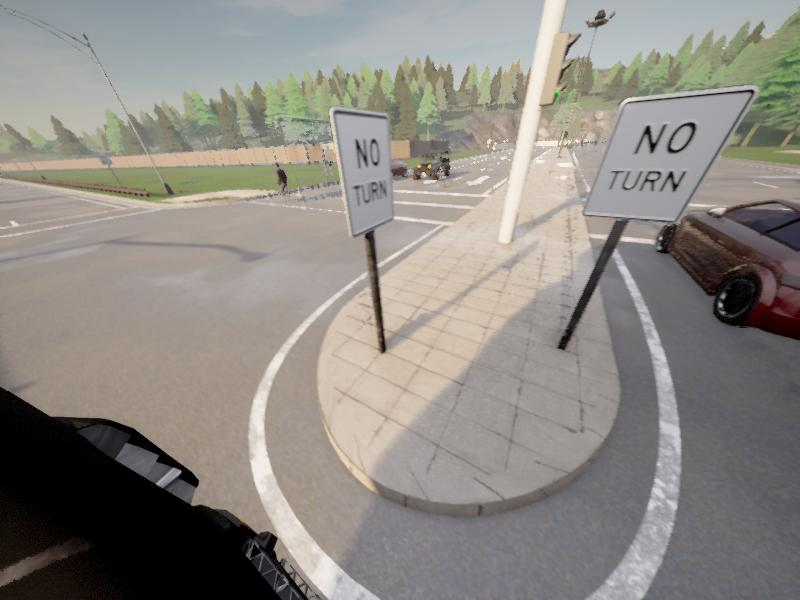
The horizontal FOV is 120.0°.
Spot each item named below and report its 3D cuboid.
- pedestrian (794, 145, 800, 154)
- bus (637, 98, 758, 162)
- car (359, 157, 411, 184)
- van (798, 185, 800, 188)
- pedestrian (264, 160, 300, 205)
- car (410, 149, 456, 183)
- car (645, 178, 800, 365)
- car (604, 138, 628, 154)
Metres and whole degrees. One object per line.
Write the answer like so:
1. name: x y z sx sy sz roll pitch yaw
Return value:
1. pedestrian: 37.442 -14.394 20.957 0.751 1.860 0.751 17 38 28
2. bus: 29.338 -17.212 23.959 3.944 4.253 10.273 16 38 26
3. car: -1.004 -10.368 18.395 1.812 1.442 4.674 16 38 26
4. van: 17.360 -4.491 7.626 2.069 2.038 4.480 16 38 26
5. pedestrian: -5.689 -5.687 11.246 0.751 1.860 0.751 12 36 21
6. car: 2.554 -10.211 17.494 1.905 1.878 3.866 16 38 26
7. car: 5.910 -0.768 3.458 1.994 1.385 4.181 16 38 26
8. car: 33.923 -24.268 36.419 1.905 1.878 3.866 16 38 26
